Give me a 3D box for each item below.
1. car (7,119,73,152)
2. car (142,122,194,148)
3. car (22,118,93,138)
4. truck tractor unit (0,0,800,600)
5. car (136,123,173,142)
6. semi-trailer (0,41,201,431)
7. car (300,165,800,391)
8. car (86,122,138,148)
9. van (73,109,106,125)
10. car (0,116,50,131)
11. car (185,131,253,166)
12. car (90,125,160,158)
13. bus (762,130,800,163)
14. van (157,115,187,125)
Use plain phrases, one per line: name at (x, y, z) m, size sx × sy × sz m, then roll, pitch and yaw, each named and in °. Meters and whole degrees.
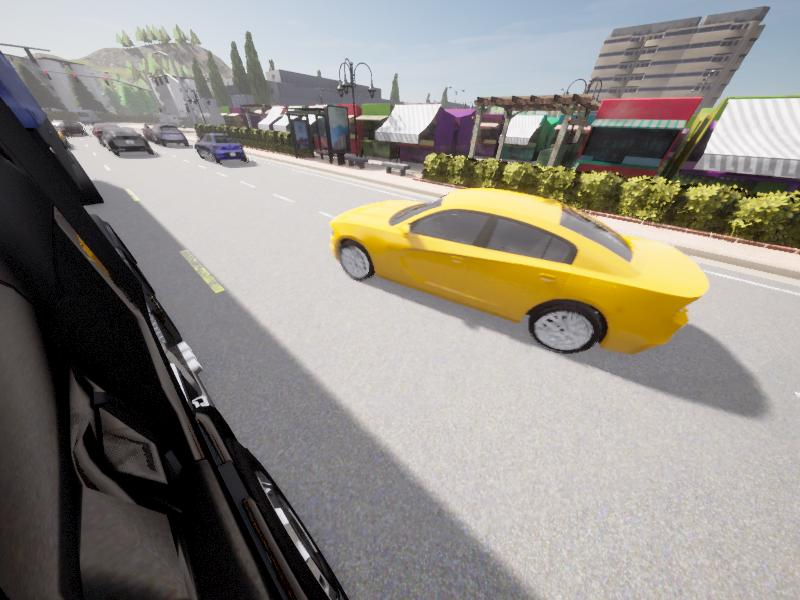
car at (-25.262, -11.701, 16.353) m, size 5.366 × 1.575 × 1.801 m, roll 29°, pitch 44°, yaw 30°
car at (-21.115, -14.991, 20.972) m, size 4.856 × 1.649 × 2.033 m, roll 29°, pitch 44°, yaw 30°
car at (-35.787, -18.160, 24.399) m, size 2.163 × 1.488 × 4.792 m, roll -14°, pitch 40°, yaw -21°
truck tractor unit at (-2.645, -0.295, 0.351) m, size 6.516 × 4.208 × 3.053 m, roll 28°, pitch 44°, yaw 30°
car at (-25.603, -17.493, 24.112) m, size 3.633 × 1.501 × 1.845 m, roll 31°, pitch 45°, yaw 33°
semi-trailer at (-8.681, -3.619, 4.240) m, size 14.254 × 4.402 × 2.717 m, roll 28°, pitch 44°, yaw 30°
car at (1.127, -0.905, 3.640) m, size 5.008 × 1.535 × 1.882 m, roll 20°, pitch 40°, yaw 22°
car at (-24.004, -13.767, 19.229) m, size 5.008 × 1.535 × 1.882 m, roll 29°, pitch 44°, yaw 30°
van at (-67.636, -39.837, 50.415) m, size 1.988 × 2.561 × 5.915 m, roll -18°, pitch 42°, yaw -25°
car at (-48.224, -22.094, 28.896) m, size 1.812 × 1.442 × 4.674 m, roll 30°, pitch 45°, yaw 31°
car at (-11.361, -9.576, 14.483) m, size 4.193 × 1.474 × 1.816 m, roll 29°, pitch 44°, yaw 30°
car at (-18.829, -10.913, 15.791) m, size 4.792 × 1.488 × 2.163 m, roll 29°, pitch 44°, yaw 30°
bus at (67.527, -25.826, 38.762) m, size 3.944 × 4.253 × 10.273 m, roll 28°, pitch 44°, yaw 30°
van at (-70.718, -55.902, 71.799) m, size 2.351 × 2.431 × 6.366 m, roll 6°, pitch 37°, yaw 5°
